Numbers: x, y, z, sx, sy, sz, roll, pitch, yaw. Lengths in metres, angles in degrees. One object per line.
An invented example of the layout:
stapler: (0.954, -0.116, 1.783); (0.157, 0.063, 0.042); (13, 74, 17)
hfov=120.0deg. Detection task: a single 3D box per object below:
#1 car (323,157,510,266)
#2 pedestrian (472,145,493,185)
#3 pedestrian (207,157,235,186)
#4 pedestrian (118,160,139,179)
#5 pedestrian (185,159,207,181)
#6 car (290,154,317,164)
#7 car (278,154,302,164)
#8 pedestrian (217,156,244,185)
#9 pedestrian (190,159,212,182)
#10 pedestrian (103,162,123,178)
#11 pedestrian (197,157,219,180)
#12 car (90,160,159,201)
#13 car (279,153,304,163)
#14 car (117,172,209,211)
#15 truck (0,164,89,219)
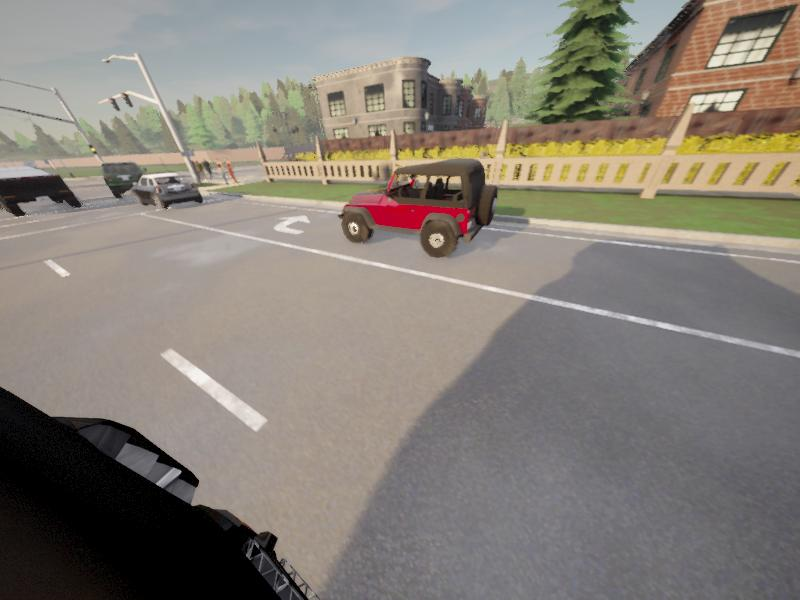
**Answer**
car: (0.365, -2.437, 5.856); (3.866, 1.878, 1.905); (16, 38, 25)
pedestrian: (4.581, -7.523, 12.888); (0.751, 1.860, 0.751); (11, 36, 19)
pedestrian: (-13.588, -9.790, 17.591); (0.751, 1.860, 0.751); (8, 35, 16)
pedestrian: (-31.730, -15.203, 27.007); (0.751, 1.860, 0.751); (22, 41, 32)
pedestrian: (-20.620, -13.107, 23.342); (0.751, 1.860, 0.751); (17, 38, 27)
car: (-20.261, -29.861, 48.820); (2.163, 1.488, 4.792); (16, 38, 26)
car: (-23.669, -30.410, 49.774); (1.851, 1.617, 3.988); (16, 38, 26)
pedestrian: (-13.222, -10.119, 18.057); (0.751, 1.860, 0.751); (10, 36, 19)
pedestrian: (-19.164, -12.479, 22.296); (0.751, 1.860, 0.751); (15, 38, 25)
pedestrian: (-39.621, -17.884, 31.868); (0.751, 1.860, 0.751); (12, 36, 20)
pedestrian: (-18.136, -12.414, 21.809); (0.751, 1.860, 0.751); (21, 40, 31)
car: (-19.399, -8.690, 16.509); (2.150, 2.045, 5.566); (-29, 42, -34)
car: (-25.054, -33.002, 53.595); (2.097, 1.767, 4.553); (16, 38, 26)
car: (-12.644, -5.908, 12.369); (3.806, 1.475, 1.970); (16, 38, 26)
truck: (-20.483, -6.085, 12.634); (6.274, 2.098, 2.390); (16, 38, 25)
